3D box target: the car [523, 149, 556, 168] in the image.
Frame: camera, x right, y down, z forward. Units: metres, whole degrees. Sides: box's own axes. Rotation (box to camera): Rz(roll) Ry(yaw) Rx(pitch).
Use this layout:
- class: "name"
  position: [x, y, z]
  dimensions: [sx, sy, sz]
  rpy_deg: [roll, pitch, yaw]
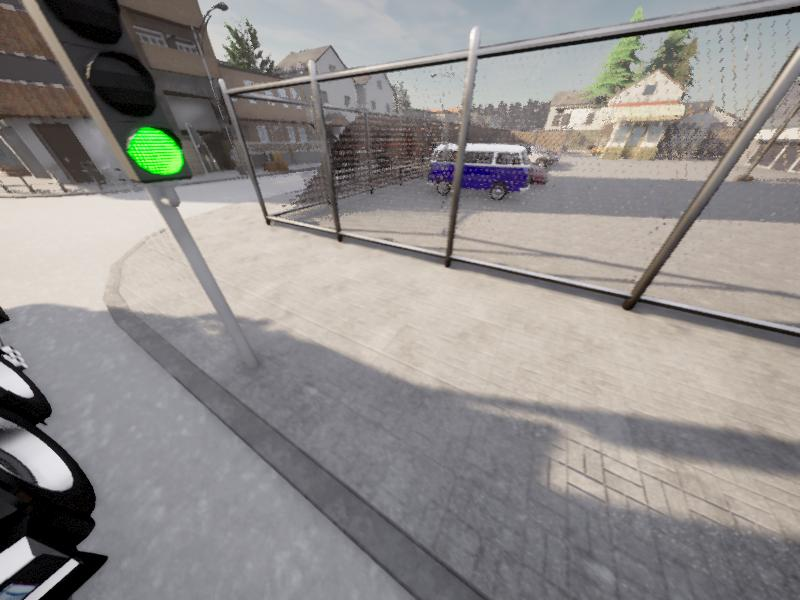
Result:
- class: "car"
  position: [12.826, -13.060, 21.243]
  dimensions: [2.207, 1.379, 1.481]
  rpy_deg: [18, 39, 24]

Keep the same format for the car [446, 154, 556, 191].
- class: "car"
  position: [5.647, -7.492, 13.346]
  dimensions: [5.357, 1.415, 2.033]
  rpy_deg: [18, 39, 24]

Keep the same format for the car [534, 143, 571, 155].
- class: "car"
  position: [26.858, -26.805, 40.838]
  dimensions: [5.027, 1.651, 2.152]
  rpy_deg: [18, 39, 24]

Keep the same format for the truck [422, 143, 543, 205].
- class: "truck"
  position: [3.521, -5.828, 10.427]
  dimensions: [4.478, 2.038, 2.069]
  rpy_deg: [18, 39, 24]

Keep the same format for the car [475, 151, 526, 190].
- class: "car"
  position: [5.898, -7.619, 13.400]
  dimensions: [1.789, 1.547, 3.705]
  rpy_deg: [18, 39, 24]

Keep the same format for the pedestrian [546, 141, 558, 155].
- class: "pedestrian"
  position: [23.314, -23.293, 35.394]
  dimensions: [0.751, 1.860, 0.751]
  rpy_deg: [-15, 37, -20]

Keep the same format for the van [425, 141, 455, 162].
- class: "van"
  position: [5.210, -19.186, 29.689]
  dimensions: [2.069, 2.038, 4.480]
  rpy_deg: [18, 39, 24]

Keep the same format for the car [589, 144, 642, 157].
- class: "car"
  position: [32.036, -22.459, 34.605]
  dimensions: [5.366, 1.575, 1.801]
  rpy_deg: [18, 39, 24]

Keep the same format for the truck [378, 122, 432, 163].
- class: "truck"
  position: [0.922, -20.246, 29.680]
  dimensions: [2.891, 3.827, 8.468]
  rpy_deg: [18, 39, 24]

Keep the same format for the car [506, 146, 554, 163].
- class: "car"
  position: [14.312, -16.104, 25.537]
  dimensions: [4.193, 1.474, 1.816]
  rpy_deg: [18, 39, 24]

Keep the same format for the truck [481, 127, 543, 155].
- class: "truck"
  position: [18.880, -27.377, 39.783]
  dimensions: [8.468, 3.827, 2.891]
  rpy_deg: [2, 35, 2]

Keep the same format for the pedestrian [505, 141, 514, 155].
- class: "pedestrian"
  position: [17.204, -23.879, 36.274]
  dimensions: [0.751, 1.860, 0.751]
  rpy_deg: [11, 36, 16]

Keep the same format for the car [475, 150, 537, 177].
- class: "car"
  position: [7.631, -9.984, 16.798]
  dimensions: [3.633, 1.501, 1.845]
  rpy_deg: [18, 39, 24]

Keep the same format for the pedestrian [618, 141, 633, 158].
- class: "pedestrian"
  position: [29.980, -20.064, 30.716]
  dimensions: [0.751, 1.860, 0.751]
  rpy_deg: [23, 41, 30]

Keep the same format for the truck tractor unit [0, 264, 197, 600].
- class: "truck tractor unit"
  position: [-5.118, -0.292, 0.787]
  dimensions: [6.516, 4.208, 3.053]
  rpy_deg: [18, 39, 24]

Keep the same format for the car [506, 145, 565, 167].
- class: "car"
  position: [13.363, -14.376, 22.945]
  dimensions: [4.611, 1.667, 2.242]
  rpy_deg: [18, 39, 24]

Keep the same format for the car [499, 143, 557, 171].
- class: "car"
  position: [10.995, -12.403, 19.947]
  dimensions: [3.866, 1.878, 1.905]
  rpy_deg: [18, 39, 24]
